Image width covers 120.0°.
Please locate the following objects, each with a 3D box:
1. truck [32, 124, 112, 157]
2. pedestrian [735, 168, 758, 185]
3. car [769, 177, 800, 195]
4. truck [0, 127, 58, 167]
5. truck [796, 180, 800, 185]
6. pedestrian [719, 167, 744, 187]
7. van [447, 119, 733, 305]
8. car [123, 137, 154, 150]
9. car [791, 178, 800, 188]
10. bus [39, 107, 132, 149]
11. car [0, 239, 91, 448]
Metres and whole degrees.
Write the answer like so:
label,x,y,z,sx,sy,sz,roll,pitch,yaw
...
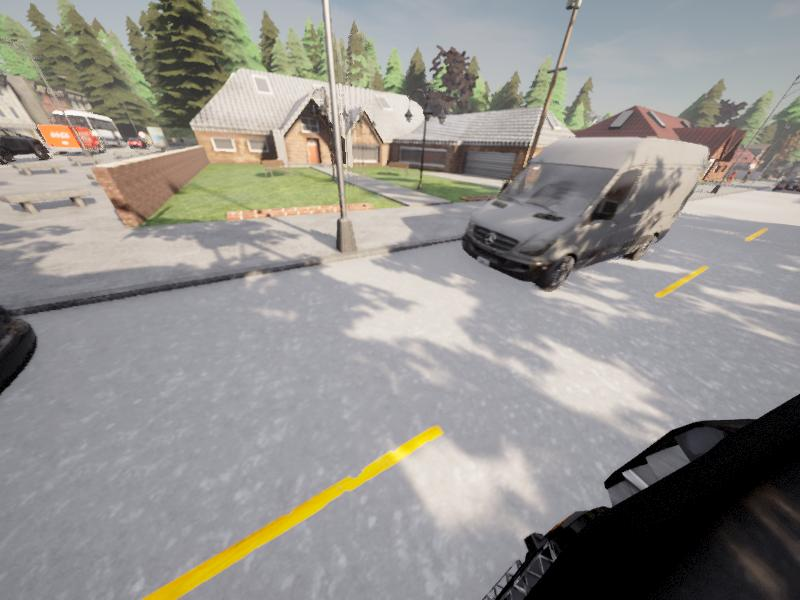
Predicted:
label,x,y,z,sx,sy,sz,roll,pitch,yaw
truck,-33.752,-16.646,24.151,2.627,2.467,5.204,-15,38,-25
pedestrian,45.307,-16.157,30.187,0.751,1.860,0.751,-15,37,-25
car,41.582,-12.034,24.331,4.181,1.385,1.994,-15,38,-25
truck,-27.993,-10.668,15.914,2.390,2.098,6.274,-15,38,-25
truck,68.680,-20.532,37.160,8.468,3.827,2.891,-15,38,-25
pedestrian,36.864,-13.650,25.708,0.751,1.860,0.751,-27,44,-37
van,4.243,-2.157,5.291,5.915,2.561,1.988,-15,37,-25
car,-43.567,-26.192,38.617,2.007,1.525,4.514,-15,38,-25
car,56.394,-16.171,31.696,3.806,1.475,1.970,-15,38,-25
bus,-45.525,-25.053,34.286,3.944,4.253,10.273,-15,36,-26
car,-5.425,0.858,0.728,4.611,1.667,2.242,-14,37,-24
